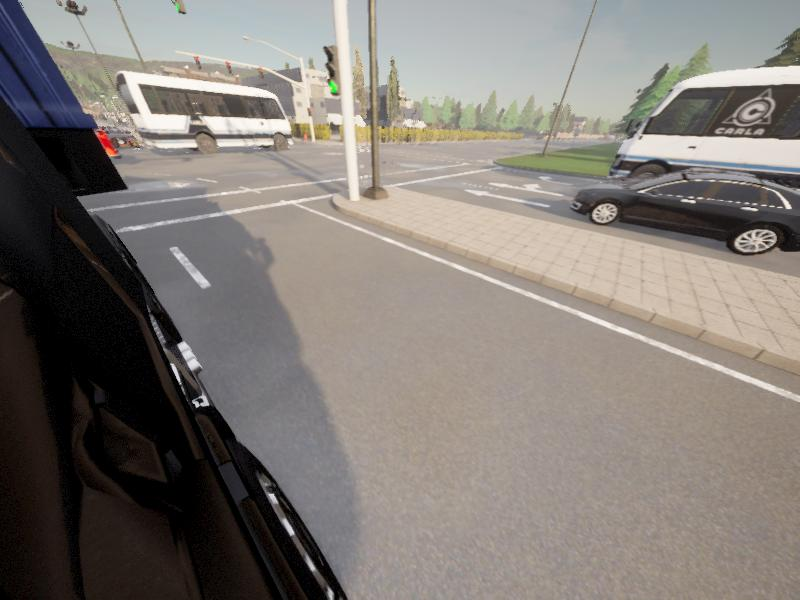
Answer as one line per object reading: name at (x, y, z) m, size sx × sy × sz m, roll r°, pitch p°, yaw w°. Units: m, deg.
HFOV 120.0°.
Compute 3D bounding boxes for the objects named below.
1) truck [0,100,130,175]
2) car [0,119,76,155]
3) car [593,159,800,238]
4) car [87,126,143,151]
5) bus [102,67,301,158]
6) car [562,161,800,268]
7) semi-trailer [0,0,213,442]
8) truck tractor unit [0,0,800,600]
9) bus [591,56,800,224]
truck at (-16.912, -7.399, 10.462) m, size 2.627 × 2.467 × 5.204 m, roll 27°, pitch 44°, yaw 29°
car at (-24.469, -11.170, 15.746) m, size 5.027 × 1.651 × 2.152 m, roll 29°, pitch 44°, yaw 31°
car at (10.519, -3.831, 8.184) m, size 5.357 × 1.411 × 2.033 m, roll 29°, pitch 44°, yaw 30°
car at (-22.752, -12.960, 18.441) m, size 4.181 × 1.385 × 1.994 m, roll 28°, pitch 44°, yaw 30°
bus at (-13.940, -14.099, 18.065) m, size 3.944 × 4.253 × 10.273 m, roll 26°, pitch 43°, yaw 28°
car at (7.715, -2.627, 6.334) m, size 4.892 × 1.490 × 1.837 m, roll 29°, pitch 44°, yaw 31°
semi-trailer at (-9.881, -2.298, 2.422) m, size 14.254 × 4.402 × 2.717 m, roll 11°, pitch 37°, yaw 11°
truck tractor unit at (-2.645, -0.295, 0.351) m, size 6.516 × 4.208 × 3.053 m, roll 28°, pitch 44°, yaw 30°
bus at (14.346, -5.587, 8.362) m, size 10.273 × 4.253 × 3.944 m, roll 29°, pitch 44°, yaw 30°
